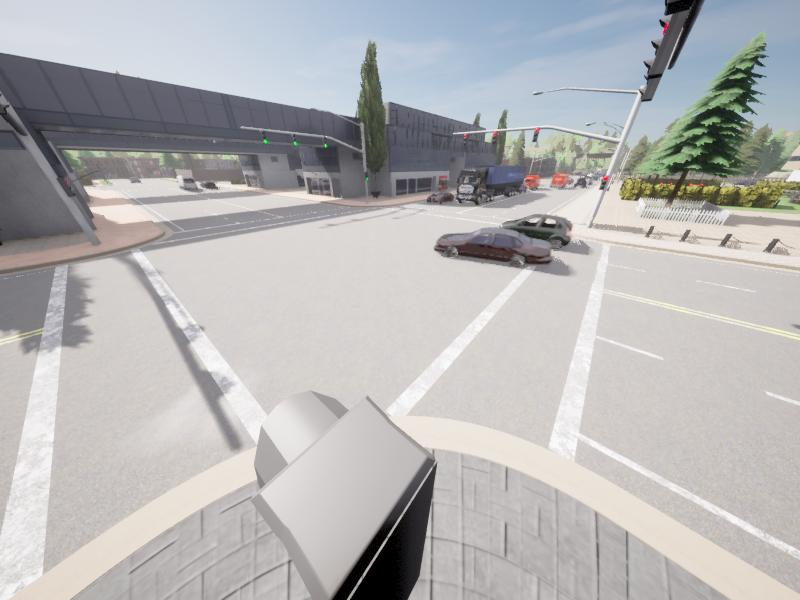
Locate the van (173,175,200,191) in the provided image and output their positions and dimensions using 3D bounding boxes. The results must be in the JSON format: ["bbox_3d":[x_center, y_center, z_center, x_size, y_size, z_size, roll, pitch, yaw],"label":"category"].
[{"bbox_3d":[-41.752,-22.904,45.138,5.915,2.561,1.988,23,37,34],"label":"van"}]

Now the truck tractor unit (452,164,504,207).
[{"bbox_3d":[9.606,-14.192,28.377,3.053,4.208,6.516,23,37,34],"label":"truck tractor unit"}]

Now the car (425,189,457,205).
[{"bbox_3d":[5.162,-13.035,29.215,1.994,1.385,4.181,23,37,34],"label":"car"}]

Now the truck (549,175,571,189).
[{"bbox_3d":[34.398,-25.491,49.667,2.627,2.467,5.204,23,36,34],"label":"truck"}]

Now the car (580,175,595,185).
[{"bbox_3d":[47.950,-30.648,59.042,2.150,2.045,5.566,23,37,34],"label":"car"}]

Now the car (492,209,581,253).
[{"bbox_3d":[7.966,-4.237,13.739,3.988,1.617,1.851,22,36,33],"label":"car"}]

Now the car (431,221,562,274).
[{"bbox_3d":[4.467,-2.747,11.370,5.357,1.411,2.033,13,32,21],"label":"car"}]

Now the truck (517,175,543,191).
[{"bbox_3d":[25.436,-22.869,45.141,2.627,2.467,5.204,23,37,34],"label":"truck"}]

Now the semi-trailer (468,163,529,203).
[{"bbox_3d":[14.688,-17.315,33.578,2.717,4.402,14.254,23,37,34],"label":"semi-trailer"}]

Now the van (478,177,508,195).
[{"bbox_3d":[16.258,-20.108,40.406,2.351,2.431,6.366,23,37,34],"label":"van"}]

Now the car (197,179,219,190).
[{"bbox_3d":[-39.958,-24.046,48.013,5.238,1.638,1.930,23,37,34],"label":"car"}]
